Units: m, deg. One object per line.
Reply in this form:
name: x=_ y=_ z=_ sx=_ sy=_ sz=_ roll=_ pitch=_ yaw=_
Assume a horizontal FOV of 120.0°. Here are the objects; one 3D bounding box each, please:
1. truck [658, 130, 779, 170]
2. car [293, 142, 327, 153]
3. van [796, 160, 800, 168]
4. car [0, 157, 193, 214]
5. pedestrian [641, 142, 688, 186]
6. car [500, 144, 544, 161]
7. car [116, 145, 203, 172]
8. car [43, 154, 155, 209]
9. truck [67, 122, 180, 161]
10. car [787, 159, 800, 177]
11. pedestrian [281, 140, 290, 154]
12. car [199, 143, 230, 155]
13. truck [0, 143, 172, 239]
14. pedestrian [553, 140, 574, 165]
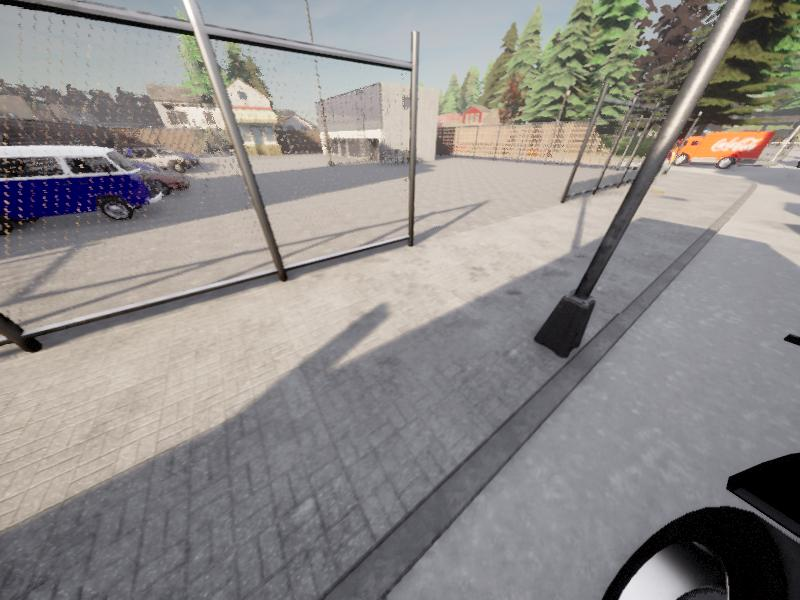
truck: x=26.244 y=-12.566 z=19.376 sx=2.627 sy=2.467 sz=5.204 roll=-24 pitch=40 yaw=-29
car: x=-16.671 y=-28.410 z=42.903 sx=5.366 sy=1.575 sz=1.801 roll=-22 pitch=41 yaw=-28
van: x=36.604 y=-12.781 z=19.590 sx=5.915 sy=2.561 sz=1.988 roll=-22 pitch=41 yaw=-28
car: x=-12.427 y=-5.007 z=9.740 sx=5.357 sy=1.415 sz=2.033 roll=-22 pitch=41 yaw=-28
pedestrian: x=13.412 y=-6.912 z=11.768 sx=0.751 sy=1.860 sz=0.751 roll=-22 pitch=41 yaw=-28
car: x=14.603 y=-17.864 z=27.853 sx=1.816 sy=1.474 sz=4.193 roll=-22 pitch=41 yaw=-28
car: x=-19.870 y=-11.999 z=19.475 sx=4.611 sy=1.667 sz=2.242 roll=-22 pitch=41 yaw=-28
car: x=-12.426 y=-5.226 z=9.925 sx=1.789 sy=1.547 sz=3.705 roll=-22 pitch=41 yaw=-28
truck: x=-36.170 y=-21.203 z=30.870 sx=2.891 sy=3.827 sz=8.468 roll=20 pitch=40 yaw=27
car: x=28.513 y=-8.370 z=13.960 sx=4.605 sy=1.855 sz=1.932 roll=16 pitch=40 yaw=22
pedestrian: x=-18.182 y=-24.340 z=36.680 sx=0.751 sy=1.860 sz=0.751 roll=-22 pitch=40 yaw=-27
car: x=-31.011 y=-25.397 z=38.747 sx=3.705 sy=1.549 sz=1.789 roll=-22 pitch=41 yaw=-28
truck: x=-10.293 y=-3.343 z=6.826 sx=4.478 sy=2.038 sz=2.069 roll=-22 pitch=41 yaw=-28
pedestrian: x=14.432 y=-13.046 z=20.455 sx=0.751 sy=1.860 sz=0.751 roll=-22 pitch=41 yaw=-28
